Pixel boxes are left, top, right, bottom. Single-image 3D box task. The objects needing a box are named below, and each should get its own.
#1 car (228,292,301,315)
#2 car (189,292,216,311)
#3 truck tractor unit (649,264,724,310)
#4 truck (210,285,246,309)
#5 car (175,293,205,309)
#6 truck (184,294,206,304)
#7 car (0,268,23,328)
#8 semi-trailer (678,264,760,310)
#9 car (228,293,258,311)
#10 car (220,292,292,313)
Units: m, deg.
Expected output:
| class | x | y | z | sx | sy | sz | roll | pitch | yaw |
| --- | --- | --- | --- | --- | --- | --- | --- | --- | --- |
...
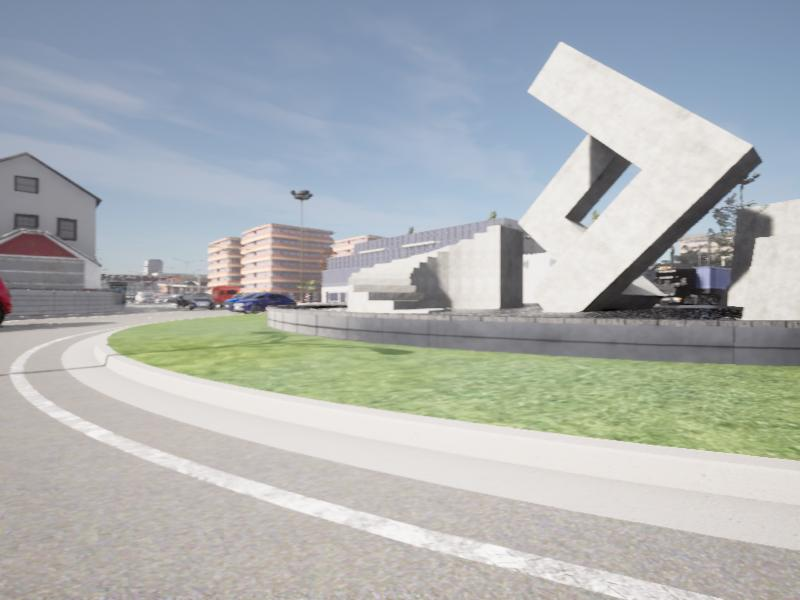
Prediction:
| class | x | y | z | sx | sy | sz | roll | pitch | yaw |
| --- | --- | --- | --- | --- | --- | --- | --- | --- | --- |
| car | -9.256 | 0.227 | 27.717 | 1.812 | 1.442 | 4.674 | 0 | 0 | 32 |
| car | -18.225 | 0.118 | 36.779 | 2.033 | 1.649 | 4.856 | 0 | 0 | -29 |
| truck tractor unit | 28.235 | -1.163 | 39.416 | 6.516 | 4.208 | 3.053 | 0 | 0 | -24 |
| truck | -19.521 | -0.305 | 45.234 | 2.627 | 2.467 | 5.204 | 0 | -1 | -37 |
| car | -23.589 | 0.099 | 44.817 | 1.930 | 1.638 | 5.238 | 0 | 0 | -39 |
| truck | -42.714 | -0.192 | 83.246 | 2.390 | 2.098 | 6.274 | 0 | 0 | -42 |
| car | -14.412 | -0.057 | 11.799 | 2.150 | 2.045 | 5.566 | 0 | 0 | -11 |
| semi-trailer | 34.990 | -1.261 | 43.495 | 14.254 | 4.402 | 2.717 | 0 | 0 | -34 |
| car | -15.084 | 0.164 | 38.245 | 2.038 | 1.542 | 4.974 | 0 | 0 | -28 |
| car | -11.104 | 0.174 | 31.175 | 1.882 | 1.535 | 5.008 | 0 | 0 | 38 |
